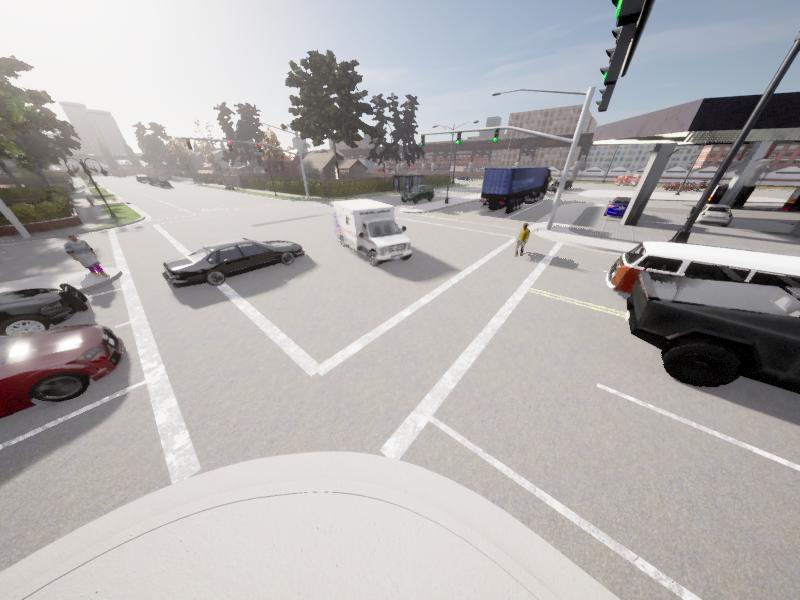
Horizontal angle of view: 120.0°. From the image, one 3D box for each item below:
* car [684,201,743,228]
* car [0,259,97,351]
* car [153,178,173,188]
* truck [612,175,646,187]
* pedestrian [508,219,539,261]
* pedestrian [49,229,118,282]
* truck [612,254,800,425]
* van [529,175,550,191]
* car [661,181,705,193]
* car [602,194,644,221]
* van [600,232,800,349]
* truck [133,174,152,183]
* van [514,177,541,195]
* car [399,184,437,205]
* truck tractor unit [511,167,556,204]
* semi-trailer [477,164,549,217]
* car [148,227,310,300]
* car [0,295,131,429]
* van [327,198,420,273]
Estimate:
[{"bbox_3d":[25.999,-7.245,19.370,1.970,1.475,3.806,23,37,34],"label":"car"},{"bbox_3d":[-11.856,0.697,5.557,1.930,1.638,5.238,22,37,33],"label":"car"},{"bbox_3d":[-54.620,-26.986,53.268,4.605,1.855,1.932,22,37,33],"label":"car"},{"bbox_3d":[55.784,-29.142,56.418,5.204,2.467,2.627,23,37,34],"label":"truck"},{"bbox_3d":[6.306,-3.096,11.860,0.751,1.860,0.751,-20,36,-31],"label":"pedestrian"},{"bbox_3d":[-12.614,-1.783,9.280,0.751,1.860,0.751,11,32,18],"label":"pedestrian"},{"bbox_3d":[8.564,1.090,4.416,6.274,2.098,2.390,21,36,32],"label":"truck"},{"bbox_3d":[29.220,-24.457,48.227,1.988,2.561,5.915,22,37,34],"label":"van"},{"bbox_3d":[55.211,-22.198,45.230,5.027,1.651,2.152,23,37,34],"label":"car"},{"bbox_3d":[21.088,-8.924,21.955,2.242,1.667,4.611,23,37,34],"label":"car"},{"bbox_3d":[9.670,-0.596,7.398,4.480,2.038,2.069,21,36,32],"label":"van"},{"bbox_3d":[-76.222,-35.982,68.405,6.274,2.098,2.390,23,37,33],"label":"truck"},{"bbox_3d":[23.211,-20.783,41.975,2.351,2.431,6.366,23,37,34],"label":"van"},{"bbox_3d":[2.479,-14.378,31.262,2.150,2.045,5.566,23,37,34],"label":"car"},{"bbox_3d":[18.453,-15.926,31.813,3.053,4.208,6.516,23,37,34],"label":"truck tractor unit"},{"bbox_3d":[13.402,-12.981,26.469,2.717,4.402,14.254,23,37,34],"label":"semi-trailer"},{"bbox_3d":[-7.196,-1.981,10.444,2.033,1.411,5.357,22,37,34],"label":"car"},{"bbox_3d":[-8.407,1.589,4.284,1.994,1.385,4.181,25,38,36],"label":"car"},{"bbox_3d":[-1.776,-3.929,12.783,2.351,2.431,6.366,-17,34,-27],"label":"van"}]
